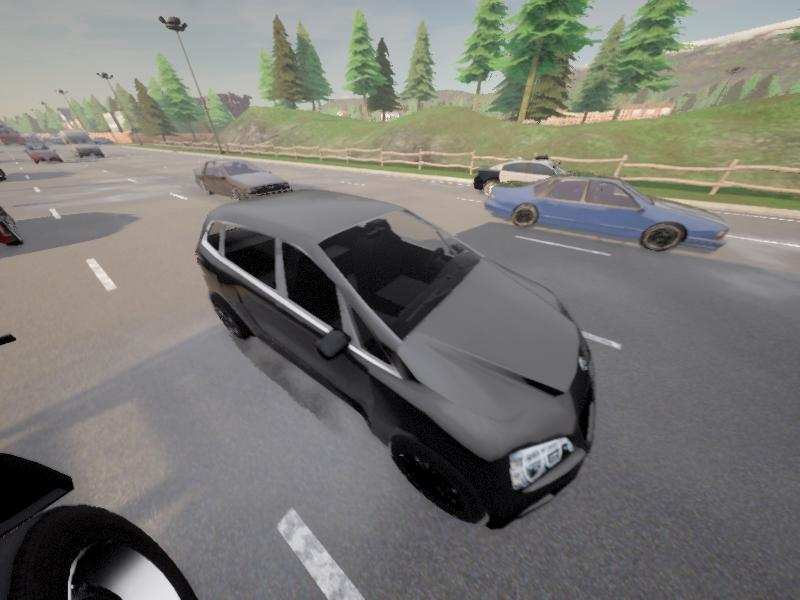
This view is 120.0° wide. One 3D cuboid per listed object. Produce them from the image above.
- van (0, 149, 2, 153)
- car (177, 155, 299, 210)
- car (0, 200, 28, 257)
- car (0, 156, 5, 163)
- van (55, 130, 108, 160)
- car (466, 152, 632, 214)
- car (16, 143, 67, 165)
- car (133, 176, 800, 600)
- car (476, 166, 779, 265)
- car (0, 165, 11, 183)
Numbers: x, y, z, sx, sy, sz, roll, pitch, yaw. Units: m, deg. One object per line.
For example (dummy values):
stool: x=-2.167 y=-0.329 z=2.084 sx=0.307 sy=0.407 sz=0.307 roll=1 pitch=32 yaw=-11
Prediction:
van: x=-60.642 y=-22.733 z=33.297 sx=6.366 sy=2.431 sz=2.351 roll=22 pitch=41 yaw=28
car: x=-7.074 y=-5.283 z=10.045 sx=5.357 sy=1.411 sz=2.033 roll=22 pitch=41 yaw=28
car: x=-11.031 y=-1.938 z=5.341 sx=4.181 sy=1.385 sz=1.994 roll=22 pitch=41 yaw=28
car: x=-39.461 y=-13.653 z=21.504 sx=4.792 sy=1.488 sz=2.163 roll=22 pitch=41 yaw=28
van: x=-36.644 y=-17.887 z=26.558 sx=5.915 sy=2.561 sz=1.988 roll=23 pitch=41 yaw=28
car: x=5.753 y=-5.079 z=9.636 sx=5.238 sy=1.638 sz=1.930 roll=22 pitch=41 yaw=28
car: x=-32.984 y=-13.496 z=21.282 sx=3.633 sy=1.501 sz=1.845 roll=23 pitch=41 yaw=28
car: x=-0.399 y=-0.180 z=2.684 sx=4.611 sy=1.667 sz=2.242 roll=22 pitch=41 yaw=28
car: x=5.238 y=-2.708 z=6.515 sx=5.357 sy=1.411 sz=2.033 roll=22 pitch=41 yaw=28
car: x=-24.954 y=-7.757 z=13.199 sx=5.027 sy=1.651 sz=2.152 roll=22 pitch=41 yaw=28
